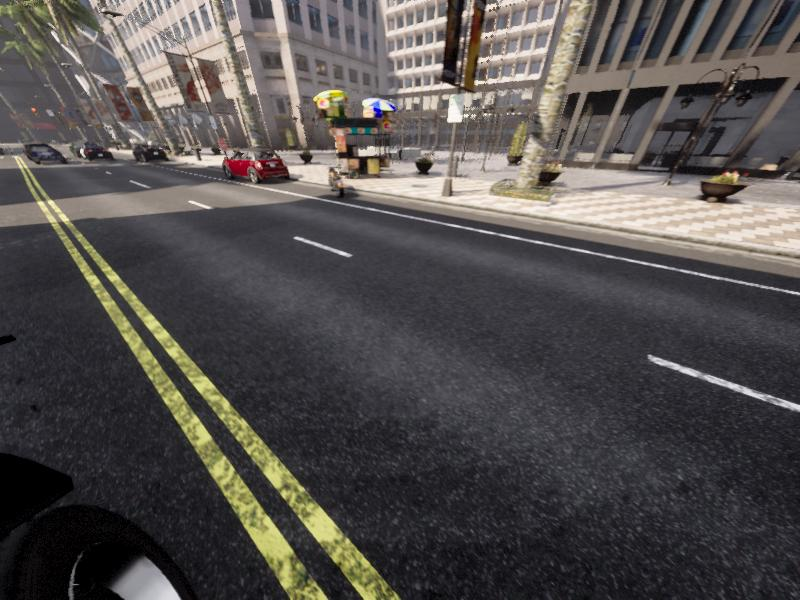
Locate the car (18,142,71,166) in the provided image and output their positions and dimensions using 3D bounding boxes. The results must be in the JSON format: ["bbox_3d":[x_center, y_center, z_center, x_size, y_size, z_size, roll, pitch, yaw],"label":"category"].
[{"bbox_3d":[-34.212,-14.102,22.218,4.856,1.649,2.033,23,41,28],"label":"car"}]

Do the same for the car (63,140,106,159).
[{"bbox_3d":[-38.691,-18.516,28.298,4.553,1.767,2.097,23,41,28],"label":"car"}]

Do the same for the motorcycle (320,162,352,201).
[{"bbox_3d":[-2.994,-5.569,10.727,0.764,1.277,2.356,-15,38,-20],"label":"motorcycle"}]

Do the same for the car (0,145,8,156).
[{"bbox_3d":[-55.189,-20.300,30.962,4.792,1.488,2.163,23,41,28],"label":"car"}]

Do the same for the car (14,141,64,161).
[{"bbox_3d":[-39.768,-16.435,25.444,4.611,1.667,2.242,22,41,28],"label":"car"}]

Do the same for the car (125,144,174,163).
[{"bbox_3d":[-26.746,-15.671,24.637,4.792,1.488,2.163,22,41,28],"label":"car"}]

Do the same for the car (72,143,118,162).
[{"bbox_3d":[-33.593,-16.286,25.405,4.974,1.542,2.038,22,41,28],"label":"car"}]

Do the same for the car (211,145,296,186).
[{"bbox_3d":[-8.932,-8.326,14.096,4.553,1.767,2.185,22,41,28],"label":"car"}]

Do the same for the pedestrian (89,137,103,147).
[{"bbox_3d":[-64.978,-33.834,49.447,0.751,1.860,0.751,1,35,1],"label":"pedestrian"}]
